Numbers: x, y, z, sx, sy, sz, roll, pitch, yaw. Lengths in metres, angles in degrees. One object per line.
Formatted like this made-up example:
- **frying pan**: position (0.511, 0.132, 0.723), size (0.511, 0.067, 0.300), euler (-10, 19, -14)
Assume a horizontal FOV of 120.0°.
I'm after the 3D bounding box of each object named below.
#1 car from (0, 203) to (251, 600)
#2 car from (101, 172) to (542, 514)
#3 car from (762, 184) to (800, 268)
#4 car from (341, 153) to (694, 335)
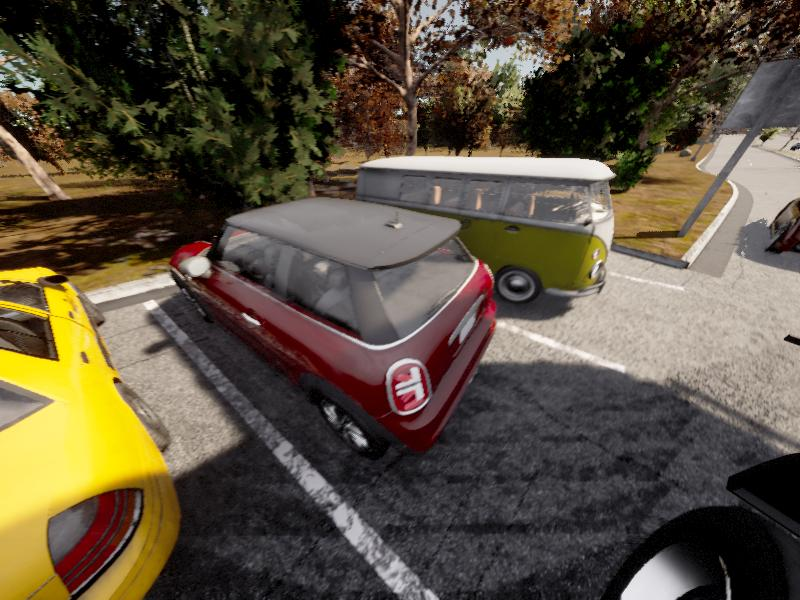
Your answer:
- **car**: position (-3.774, 0.597, 1.771), size (5.366, 1.575, 1.946), euler (21, 41, 29)
- **car**: position (-1.173, -0.423, 2.980), size (4.553, 1.767, 2.185), euler (21, 40, 29)
- **car**: position (10.254, -1.732, 5.091), size (4.181, 1.385, 1.994), euler (-24, 41, -30)
- **car**: position (1.309, -1.480, 4.283), size (4.442, 1.987, 1.878), euler (21, 40, 28)
